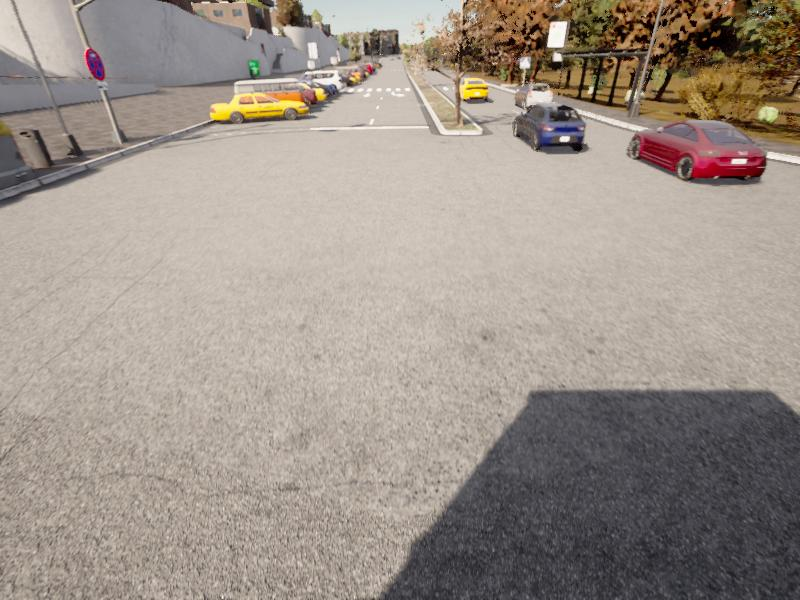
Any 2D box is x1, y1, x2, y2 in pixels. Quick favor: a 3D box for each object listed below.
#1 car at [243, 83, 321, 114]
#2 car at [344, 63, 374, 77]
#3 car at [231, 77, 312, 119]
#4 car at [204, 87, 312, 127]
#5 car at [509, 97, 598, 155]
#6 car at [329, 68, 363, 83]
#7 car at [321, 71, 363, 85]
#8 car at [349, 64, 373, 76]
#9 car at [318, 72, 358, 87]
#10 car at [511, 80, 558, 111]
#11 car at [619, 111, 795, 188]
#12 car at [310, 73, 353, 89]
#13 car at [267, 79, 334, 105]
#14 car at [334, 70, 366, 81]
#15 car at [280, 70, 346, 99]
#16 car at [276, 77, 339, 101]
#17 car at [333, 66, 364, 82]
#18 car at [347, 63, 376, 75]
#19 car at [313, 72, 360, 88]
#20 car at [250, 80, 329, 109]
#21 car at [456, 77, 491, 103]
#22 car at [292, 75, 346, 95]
[{"bbox_3d":[-8.187,-14.024,27.775,4.792,1.488,2.163,-12,33,-16],"label":"car"},{"bbox_3d":[-8.308,-46.718,81.217,5.566,2.045,2.435,-12,33,-16],"label":"car"},{"bbox_3d":[-8.054,-12.725,25.141,4.442,1.987,1.878,-12,32,-16],"label":"car"},{"bbox_3d":[-7.978,-10.999,22.728,5.366,1.575,1.946,-12,32,-16],"label":"car"},{"bbox_3d":[5.778,-6.920,15.698,1.816,1.474,4.193,-1,32,0],"label":"car"},{"bbox_3d":[-8.205,-34.190,60.917,4.553,1.767,2.185,-12,33,-16],"label":"car"},{"bbox_3d":[-8.047,-31.048,55.910,5.366,1.575,1.946,-12,32,-16],"label":"car"},{"bbox_3d":[-8.179,-48.301,83.817,4.442,1.987,1.878,-12,33,-16],"label":"car"},{"bbox_3d":[-8.241,-29.442,53.303,4.792,1.488,2.163,-12,33,-16],"label":"car"},{"bbox_3d":[8.742,-13.500,26.359,1.845,1.501,3.633,-1,32,0],"label":"car"},{"bbox_3d":[8.798,-4.677,12.077,1.994,1.385,4.181,-1,31,0],"label":"car"},{"bbox_3d":[-8.200,-26.372,48.203,4.674,1.452,2.002,-12,33,-16],"label":"car"},{"bbox_3d":[-8.166,-17.154,32.868,4.892,1.521,2.231,-12,33,-16],"label":"car"},{"bbox_3d":[-8.236,-37.128,66.105,4.674,1.452,2.002,-12,33,-16],"label":"car"},{"bbox_3d":[-8.216,-20.454,37.826,5.566,2.045,2.435,-12,33,-16],"label":"car"},{"bbox_3d":[-8.184,-18.703,35.420,5.008,1.535,2.097,-12,32,-16],"label":"car"},{"bbox_3d":[-8.134,-35.839,63.458,4.442,1.987,1.878,-12,32,-16],"label":"car"},{"bbox_3d":[-8.269,-49.875,86.315,5.566,2.045,2.435,-12,33,-16],"label":"car"},{"bbox_3d":[-8.037,-27.983,50.792,5.366,1.575,1.946,-12,32,-16],"label":"car"},{"bbox_3d":[-8.341,-15.571,30.264,5.366,1.575,1.946,-12,33,-16],"label":"car"},{"bbox_3d":[5.728,-16.713,31.720,1.882,1.535,5.008,-1,31,0],"label":"car"},{"bbox_3d":[-8.198,-21.791,40.525,4.892,1.521,2.231,-12,32,-16],"label":"car"}]
